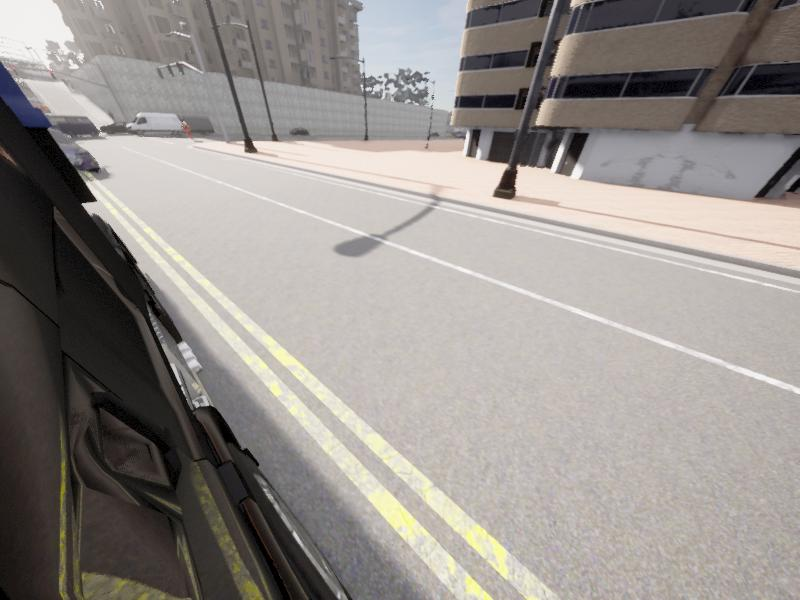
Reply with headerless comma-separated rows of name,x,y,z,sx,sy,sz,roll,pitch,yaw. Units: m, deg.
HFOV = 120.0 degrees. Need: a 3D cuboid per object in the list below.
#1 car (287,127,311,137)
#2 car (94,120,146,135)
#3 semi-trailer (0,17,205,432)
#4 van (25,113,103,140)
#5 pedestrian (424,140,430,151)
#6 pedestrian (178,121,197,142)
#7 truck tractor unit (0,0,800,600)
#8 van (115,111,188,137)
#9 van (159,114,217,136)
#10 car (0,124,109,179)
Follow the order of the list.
car,-19.779,-33.019,45.462,1.789,1.549,3.705,27,43,29
car,-38.345,-23.720,31.847,4.193,1.474,1.816,-23,44,-30
semi-trailer,-8.923,-3.433,4.006,14.254,4.402,2.717,25,42,27
van,-34.259,-17.877,23.829,1.775,1.987,4.442,-5,37,-9
pedestrian,3.451,-19.632,29.359,0.500,1.100,0.500,-4,37,-9
pedestrian,-24.105,-19.159,26.267,0.751,1.860,0.751,24,41,26
truck tractor unit,-2.645,-0.295,0.351,6.516,4.208,3.053,28,44,30
van,-33.217,-23.647,31.187,1.988,2.561,5.915,27,43,29
van,-32.870,-27.277,36.084,1.988,2.561,5.915,27,43,29
car,-15.518,-6.684,10.283,4.856,1.649,2.033,25,40,27
